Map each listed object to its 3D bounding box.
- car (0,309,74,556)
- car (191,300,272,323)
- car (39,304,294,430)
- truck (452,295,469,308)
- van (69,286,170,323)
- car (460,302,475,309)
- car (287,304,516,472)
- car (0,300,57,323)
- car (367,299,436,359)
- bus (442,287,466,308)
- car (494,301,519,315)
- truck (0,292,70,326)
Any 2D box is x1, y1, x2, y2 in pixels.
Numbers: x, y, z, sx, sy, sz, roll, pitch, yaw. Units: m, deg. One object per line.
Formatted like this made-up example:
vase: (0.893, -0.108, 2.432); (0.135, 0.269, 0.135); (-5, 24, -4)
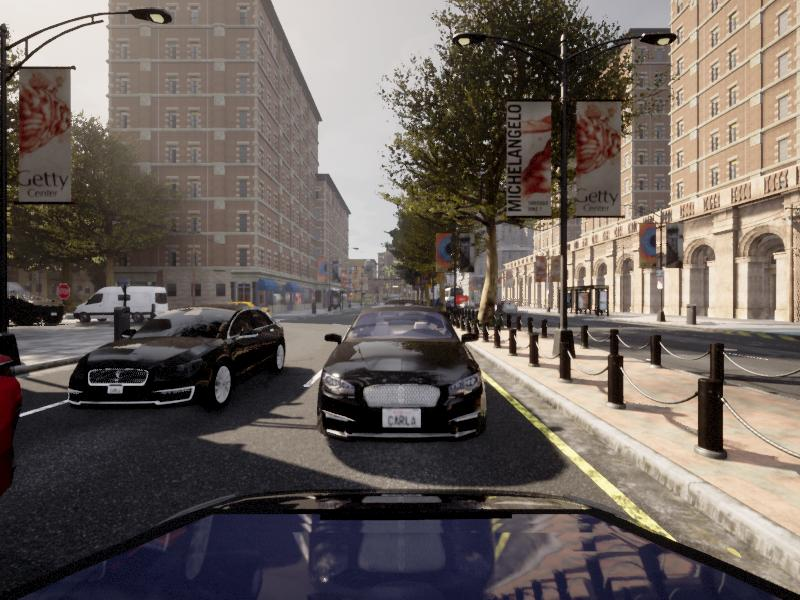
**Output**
car: (-3.495, 0.828, 0.791); (2.007, 1.525, 4.514); (0, 0, 0)
car: (-12.341, 0.801, 29.645); (5.366, 1.575, 1.801); (0, 0, -19)
car: (-3.503, 0.845, 7.333); (1.837, 1.490, 4.892); (0, 0, 0)
truck: (11.763, 0.355, 78.047); (2.627, 2.467, 5.204); (0, 0, 0)
van: (-20.213, 0.322, 29.025); (5.915, 2.561, 1.988); (0, 0, -2)
car: (11.736, 0.942, 70.013); (1.895, 1.301, 4.718); (0, 0, 0)
car: (0.023, 0.836, 6.166); (2.128, 1.511, 4.902); (0, 0, 0)
car: (-28.277, 0.801, 28.894); (5.366, 1.575, 1.801); (0, 0, -1)
car: (0.043, 0.788, 12.806); (1.851, 1.617, 3.988); (0, 0, 0)
bus: (11.676, -0.538, 88.180); (3.944, 4.253, 10.273); (0, 0, 0)
car: (11.650, 0.826, 44.003); (1.845, 1.501, 3.633); (0, 0, 0)
truck: (-25.034, 0.542, 25.362); (6.274, 2.098, 2.390); (0, 0, 0)
